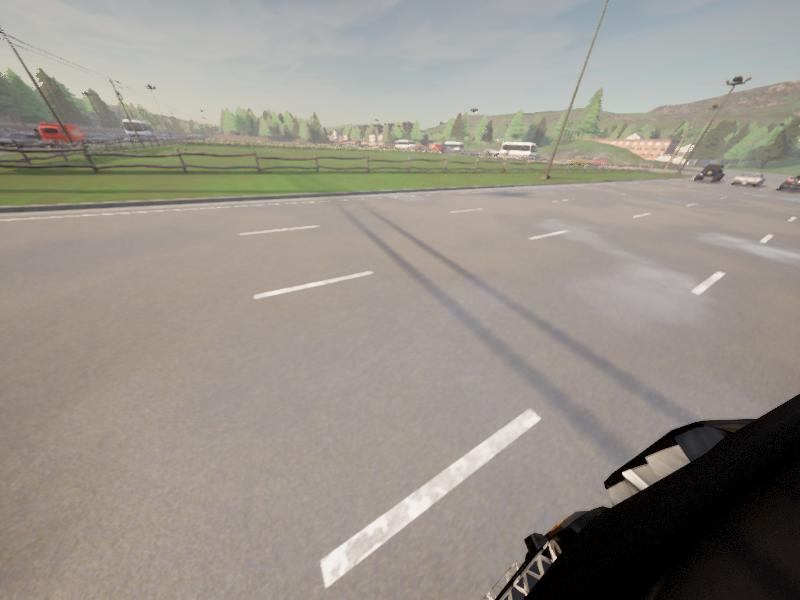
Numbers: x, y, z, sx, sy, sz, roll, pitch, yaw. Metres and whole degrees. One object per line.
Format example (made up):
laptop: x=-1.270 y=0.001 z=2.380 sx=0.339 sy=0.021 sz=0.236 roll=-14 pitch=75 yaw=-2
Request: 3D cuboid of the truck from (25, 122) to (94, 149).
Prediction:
truck: x=-42.646 y=-20.780 z=29.243 sx=2.627 sy=2.467 sz=5.204 roll=-16 pitch=38 yaw=-26

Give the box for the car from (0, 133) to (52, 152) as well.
car: x=-38.080 y=-15.781 z=23.152 sx=1.994 sy=1.385 sz=4.181 roll=-16 pitch=38 yaw=-26

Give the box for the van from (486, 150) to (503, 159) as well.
van: x=30.587 y=-47.091 z=74.667 sx=2.069 sy=2.038 sz=4.480 roll=-16 pitch=38 yaw=-26

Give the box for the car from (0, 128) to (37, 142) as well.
car: x=-58.826 y=-24.891 z=34.841 sx=2.152 sy=1.651 sz=5.027 roll=-14 pitch=37 yaw=-24

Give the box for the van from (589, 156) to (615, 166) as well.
van: x=53.049 y=-36.563 z=60.816 sx=1.775 sy=1.987 sz=4.442 roll=-16 pitch=38 yaw=-26

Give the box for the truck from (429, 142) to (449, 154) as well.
truck: x=15.702 y=-62.445 z=94.738 sx=2.891 sy=3.827 sz=8.468 roll=-16 pitch=38 yaw=-26

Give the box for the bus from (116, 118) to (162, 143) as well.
bus: x=-60.938 y=-39.784 z=54.496 sx=3.944 sy=4.253 sz=10.273 roll=-16 pitch=38 yaw=-26

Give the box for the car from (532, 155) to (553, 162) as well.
car: x=42.771 y=-42.574 z=69.410 sx=2.163 sy=1.488 sz=4.792 roll=-16 pitch=38 yaw=-26

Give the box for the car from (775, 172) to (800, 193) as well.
car: x=41.639 y=-12.153 z=23.829 sx=4.611 sy=1.667 sz=2.242 roll=-16 pitch=38 yaw=-26

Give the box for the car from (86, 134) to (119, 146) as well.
car: x=-48.733 y=-26.321 z=37.999 sx=1.994 sy=1.385 sz=4.181 roll=-16 pitch=39 yaw=-26

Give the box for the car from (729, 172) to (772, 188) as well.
car: x=40.735 y=-13.997 z=26.841 sx=4.718 sy=1.301 sz=1.895 roll=-16 pitch=38 yaw=-26

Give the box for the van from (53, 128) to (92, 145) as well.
van: x=-52.225 y=-26.187 z=36.969 sx=1.775 sy=1.987 sz=4.442 roll=-16 pitch=38 yaw=-26

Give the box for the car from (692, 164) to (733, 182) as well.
car: x=40.350 y=-16.401 z=29.852 sx=3.866 sy=1.878 sz=1.905 roll=-16 pitch=38 yaw=-27

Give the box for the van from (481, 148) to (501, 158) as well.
van: x=31.228 y=-50.526 z=79.344 sx=1.988 sy=2.561 sz=5.915 roll=-16 pitch=38 yaw=-26

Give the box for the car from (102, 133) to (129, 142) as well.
car: x=-61.512 y=-35.162 z=50.026 sx=2.128 sy=1.511 sz=4.902 roll=-16 pitch=38 yaw=-26

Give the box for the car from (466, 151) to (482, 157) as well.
car: x=24.665 y=-48.843 z=77.253 sx=2.242 sy=1.667 sz=4.611 roll=-16 pitch=38 yaw=-26

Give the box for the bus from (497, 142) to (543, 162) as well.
bus: x=33.343 y=-41.667 z=64.808 sx=3.944 sy=4.253 sz=10.273 roll=-16 pitch=38 yaw=-26

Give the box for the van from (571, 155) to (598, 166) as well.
van: x=44.355 y=-33.588 z=55.693 sx=1.775 sy=1.987 sz=4.442 roll=-16 pitch=38 yaw=-26

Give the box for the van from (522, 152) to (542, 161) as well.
van: x=39.137 y=-42.547 z=68.580 sx=2.069 sy=2.038 sz=4.480 roll=-16 pitch=38 yaw=-26

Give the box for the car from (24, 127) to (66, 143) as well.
car: x=-56.119 y=-26.133 z=36.667 sx=1.905 sy=1.878 sz=3.866 roll=-16 pitch=38 yaw=-26

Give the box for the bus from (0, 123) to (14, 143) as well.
bus: x=-56.950 y=-21.850 z=28.108 sx=3.944 sy=4.253 sz=10.273 roll=-7 pitch=35 yaw=-14
